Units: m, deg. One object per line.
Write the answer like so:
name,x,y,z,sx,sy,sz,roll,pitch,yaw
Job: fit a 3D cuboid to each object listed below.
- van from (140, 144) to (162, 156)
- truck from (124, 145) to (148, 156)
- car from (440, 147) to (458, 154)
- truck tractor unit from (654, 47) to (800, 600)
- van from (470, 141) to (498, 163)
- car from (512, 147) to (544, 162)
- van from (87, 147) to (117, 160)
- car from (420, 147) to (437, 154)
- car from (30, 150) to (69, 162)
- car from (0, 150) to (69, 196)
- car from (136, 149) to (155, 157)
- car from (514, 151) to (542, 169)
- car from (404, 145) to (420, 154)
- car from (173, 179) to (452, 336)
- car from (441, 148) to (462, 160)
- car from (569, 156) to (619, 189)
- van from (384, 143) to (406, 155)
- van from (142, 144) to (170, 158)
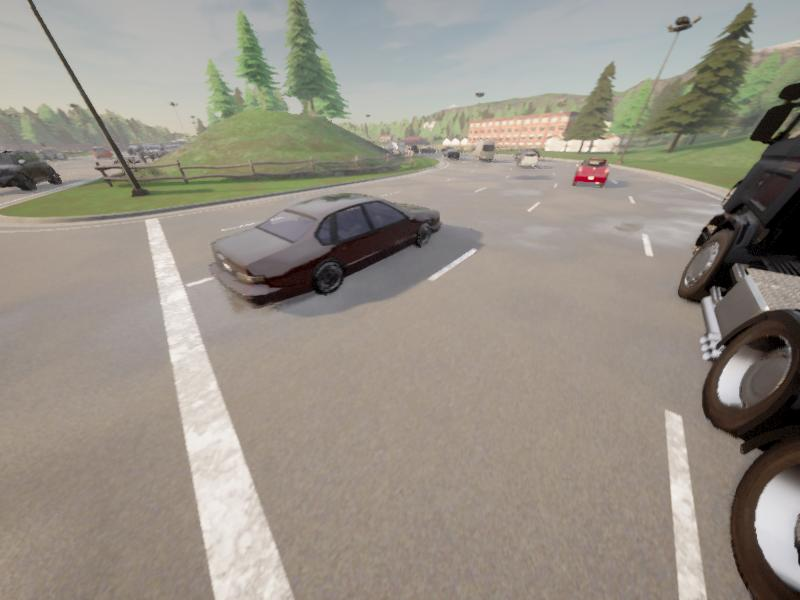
van,-63.917,-38.701,59.422,2.351,2.431,6.366,-20,39,-27
truck,-68.472,-38.867,59.997,2.390,2.098,6.274,-20,39,-27
car,12.918,-39.925,61.491,1.837,1.490,4.892,-20,39,-27
truck tractor unit,4.708,-0.581,1.187,3.053,4.208,6.516,26,43,33
van,12.236,-22.045,34.241,1.988,2.561,5.915,2,34,1
car,19.263,-22.105,35.050,2.242,1.667,4.611,0,34,0
van,-54.566,-26.953,42.454,1.775,1.987,4.442,-20,39,-27
car,7.676,-40.825,62.908,2.128,1.511,4.902,-20,39,-27
car,-61.355,-25.387,40.602,2.038,1.542,4.974,-20,39,-27
car,-23.739,-7.846,14.030,2.150,2.045,5.566,-20,39,-27
car,-59.103,-34.165,53.638,1.994,1.385,4.181,-20,39,-27
car,14.079,-15.598,25.632,1.845,1.501,3.633,8,35,12
car,2.961,-37.811,58.104,1.905,1.878,3.866,-20,39,-26
car,-1.104,-1.585,5.225,2.033,1.411,5.357,24,41,31
car,8.521,-24.545,38.748,1.930,1.638,5.238,-2,34,-3
car,12.498,-8.449,15.114,1.845,1.501,3.633,19,39,26
van,-1.283,-38.141,58.145,2.351,2.431,6.366,-20,39,-27
van,-51.256,-31.483,48.700,2.351,2.431,6.366,-20,39,-27
